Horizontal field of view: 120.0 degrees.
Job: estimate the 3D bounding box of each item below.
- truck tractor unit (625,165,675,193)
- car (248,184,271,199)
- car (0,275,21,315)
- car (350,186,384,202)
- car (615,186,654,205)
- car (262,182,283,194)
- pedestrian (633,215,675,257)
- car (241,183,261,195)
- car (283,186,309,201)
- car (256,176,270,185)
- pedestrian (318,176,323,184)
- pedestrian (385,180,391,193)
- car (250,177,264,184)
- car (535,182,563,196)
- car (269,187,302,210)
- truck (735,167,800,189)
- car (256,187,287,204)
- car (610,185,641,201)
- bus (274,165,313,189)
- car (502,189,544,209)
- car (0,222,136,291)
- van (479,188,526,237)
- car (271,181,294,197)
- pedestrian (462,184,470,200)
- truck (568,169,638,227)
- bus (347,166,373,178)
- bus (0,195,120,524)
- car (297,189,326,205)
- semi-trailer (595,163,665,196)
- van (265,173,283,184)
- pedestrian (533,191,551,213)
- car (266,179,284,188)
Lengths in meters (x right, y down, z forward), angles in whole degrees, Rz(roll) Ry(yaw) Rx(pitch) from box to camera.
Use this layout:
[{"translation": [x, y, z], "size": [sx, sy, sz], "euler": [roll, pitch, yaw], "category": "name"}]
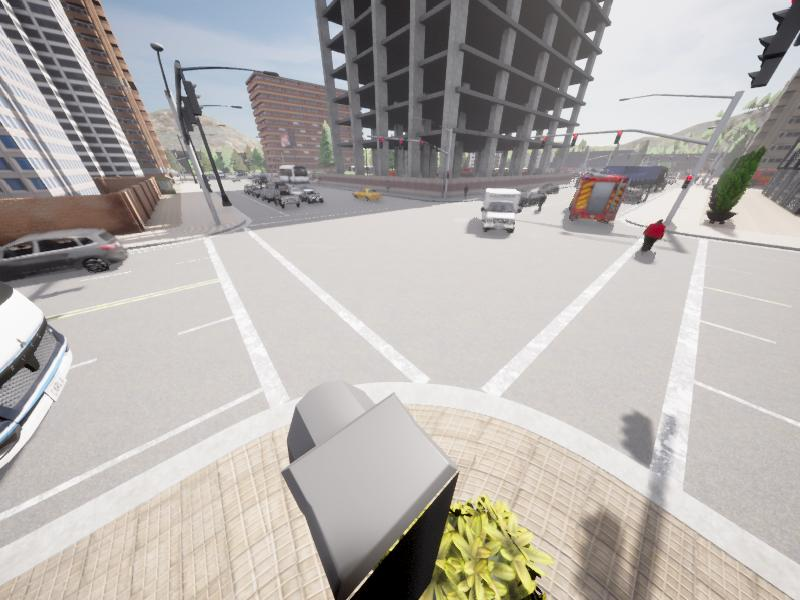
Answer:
[{"translation": [45.609, -22.183, 42.213], "size": [6.516, 4.208, 3.053], "euler": [-16, 34, -24], "category": "truck tractor unit"}, {"translation": [-21.131, -16.369, 34.750], "size": [1.851, 1.617, 3.988], "euler": [-22, 37, -34], "category": "car"}, {"translation": [-14.626, 0.440, 5.736], "size": [4.902, 1.511, 2.128], "euler": [-23, 37, -34], "category": "car"}, {"translation": [-4.578, -14.630, 31.765], "size": [1.801, 1.575, 5.366], "euler": [-23, 37, -35], "category": "car"}, {"translation": [30.326, -13.575, 29.862], "size": [4.611, 1.667, 2.242], "euler": [-21, 37, -32], "category": "car"}, {"translation": [-22.848, -20.105, 41.335], "size": [1.837, 1.490, 4.892], "euler": [-22, 37, -33], "category": "car"}, {"translation": [12.906, -3.273, 11.766], "size": [0.751, 1.860, 0.751], "euler": [-23, 37, -34], "category": "pedestrian"}, {"translation": [-25.067, -18.693, 38.909], "size": [1.816, 1.474, 4.193], "euler": [-22, 37, -34], "category": "car"}, {"translation": [-14.901, -15.280, 33.028], "size": [1.812, 1.442, 4.674], "euler": [-22, 37, -34], "category": "car"}, {"translation": [-34.676, -30.169, 58.369], "size": [1.905, 1.878, 3.866], "euler": [-22, 37, -33], "category": "car"}, {"translation": [-20.112, -30.320, 58.307], "size": [0.751, 1.860, 0.751], "euler": [21, 36, 32], "category": "pedestrian"}, {"translation": [-2.037, -19.038, 38.771], "size": [0.751, 1.860, 0.751], "euler": [-16, 33, -25], "category": "pedestrian"}, {"translation": [-38.982, -32.606, 62.970], "size": [2.128, 1.511, 4.902], "euler": [-22, 37, -34], "category": "car"}, {"translation": [24.834, -18.539, 38.487], "size": [4.856, 1.649, 2.033], "euler": [-23, 37, -34], "category": "car"}, {"translation": [-13.065, -11.646, 26.299], "size": [1.932, 1.855, 4.605], "euler": [-21, 36, -32], "category": "car"}, {"translation": [79.722, -26.085, 49.250], "size": [2.891, 3.827, 8.468], "euler": [-23, 37, -34], "category": "truck"}, {"translation": [-17.016, -13.831, 30.482], "size": [2.163, 1.488, 4.792], "euler": [-23, 37, -34], "category": "car"}, {"translation": [32.472, -15.607, 33.494], "size": [1.882, 1.535, 5.008], "euler": [15, 34, 24], "category": "car"}, {"translation": [-23.432, -27.033, 50.576], "size": [3.944, 4.253, 10.273], "euler": [-22, 37, -34], "category": "bus"}, {"translation": [14.358, -11.839, 26.870], "size": [5.238, 1.638, 1.930], "euler": [-23, 37, -34], "category": "car"}, {"translation": [-14.778, -1.856, 9.549], "size": [4.611, 1.667, 2.242], "euler": [-23, 37, -34], "category": "car"}, {"translation": [7.432, -6.852, 17.447], "size": [2.351, 2.431, 6.366], "euler": [9, 31, 15], "category": "van"}, {"translation": [-18.776, -17.815, 36.971], "size": [1.905, 1.878, 3.866], "euler": [-23, 37, -34], "category": "car"}, {"translation": [8.811, -14.436, 30.795], "size": [0.751, 1.860, 0.751], "euler": [4, 30, 7], "category": "pedestrian"}, {"translation": [17.451, -9.450, 20.547], "size": [2.891, 3.827, 8.468], "euler": [18, 35, 29], "category": "truck"}, {"translation": [-16.947, -54.637, 98.379], "size": [10.273, 4.253, 3.944], "euler": [-23, 37, -34], "category": "bus"}, {"translation": [-9.885, 1.753, 0.719], "size": [10.273, 4.253, 3.944], "euler": [-23, 37, -34], "category": "bus"}, {"translation": [-11.249, -13.098, 29.215], "size": [1.970, 1.475, 3.806], "euler": [-22, 37, -33], "category": "car"}, {"translation": [38.727, -20.318, 38.780], "size": [14.254, 4.402, 2.717], "euler": [-16, 34, -26], "category": "semi-trailer"}, {"translation": [-34.049, -32.769, 62.335], "size": [2.351, 2.431, 6.366], "euler": [-22, 37, -34], "category": "van"}, {"translation": [14.102, -9.759, 22.999], "size": [0.751, 1.860, 0.751], "euler": [-8, 31, -13], "category": "pedestrian"}, {"translation": [-27.762, -25.882, 51.195], "size": [1.930, 1.638, 5.238], "euler": [-22, 37, -34], "category": "car"}]
